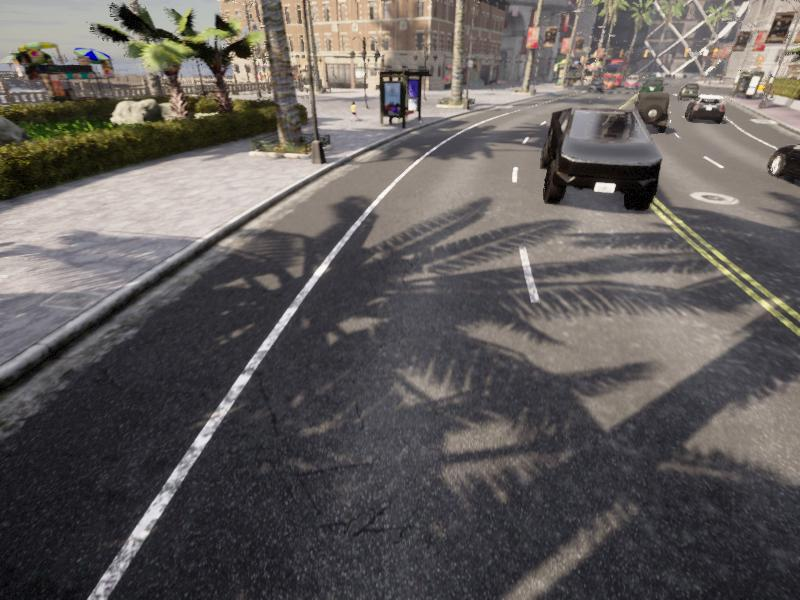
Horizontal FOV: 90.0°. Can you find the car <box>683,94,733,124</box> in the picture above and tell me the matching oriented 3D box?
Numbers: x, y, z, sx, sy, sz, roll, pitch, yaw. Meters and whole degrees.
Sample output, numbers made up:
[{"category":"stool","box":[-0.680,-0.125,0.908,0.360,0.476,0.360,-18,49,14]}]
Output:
[{"category":"car","box":[20.486,-12.860,26.786,1.970,1.475,3.806,16,34,24]}]

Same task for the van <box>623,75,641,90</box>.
[{"category":"van","box":[36.826,-34.478,63.424,1.775,1.987,4.442,17,34,25]}]

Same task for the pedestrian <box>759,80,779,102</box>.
[{"category":"pedestrian","box":[36.292,-20.522,39.361,0.751,1.860,0.751,16,34,25]}]

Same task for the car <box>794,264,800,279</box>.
[{"category":"car","box":[7.386,0.125,4.379,2.007,1.525,4.514,4,31,7]}]

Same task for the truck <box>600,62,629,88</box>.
[{"category":"truck","box":[37.740,-39.609,70.373,2.891,3.827,8.468,17,34,25]}]

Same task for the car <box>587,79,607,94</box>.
[{"category":"car","box":[27.013,-29.302,54.862,1.789,1.549,3.705,17,34,25]}]

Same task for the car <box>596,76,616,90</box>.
[{"category":"car","box":[32.452,-34.127,62.962,2.097,1.767,4.553,17,34,25]}]

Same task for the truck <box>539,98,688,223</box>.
[{"category":"truck","box":[5.453,-4.333,11.400,2.390,2.098,6.274,8,31,13]}]

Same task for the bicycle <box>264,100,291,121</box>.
[{"category":"bicycle","box":[-7.407,-11.507,24.255,0.373,1.024,1.643,16,34,25]}]

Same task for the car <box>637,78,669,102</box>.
[{"category":"car","box":[27.446,-22.828,43.341,2.150,2.045,5.566,18,34,27]}]

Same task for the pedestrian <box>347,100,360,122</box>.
[{"category":"pedestrian","box":[-2.719,-11.106,23.490,0.500,1.100,0.500,14,33,22]}]

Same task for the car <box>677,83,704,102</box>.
[{"category":"car","box":[31.466,-22.569,43.389,1.851,1.617,3.988,17,34,25]}]

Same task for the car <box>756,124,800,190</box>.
[{"category":"car","box":[12.560,-3.805,11.194,1.837,1.490,4.892,8,31,13]}]

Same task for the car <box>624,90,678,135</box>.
[{"category":"car","box":[13.892,-10.565,22.363,1.905,1.878,3.866,14,33,21]}]
